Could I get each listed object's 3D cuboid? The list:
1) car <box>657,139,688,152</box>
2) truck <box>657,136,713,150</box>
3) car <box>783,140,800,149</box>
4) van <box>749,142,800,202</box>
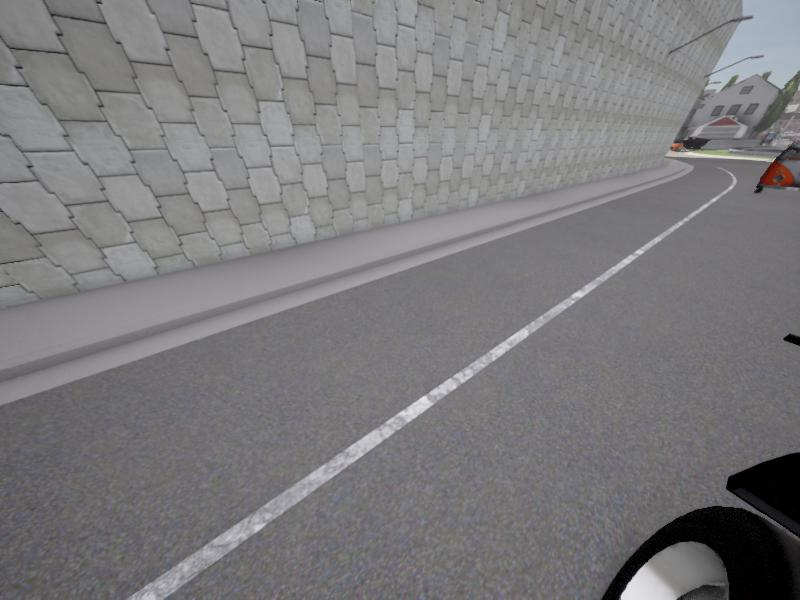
[{"bbox_3d":[45.717,-25.949,38.787,4.553,1.767,2.097,-23,41,-28],"label":"car"},{"bbox_3d":[54.273,-30.013,44.207,6.274,2.098,2.390,5,36,7],"label":"truck"},{"bbox_3d":[77.408,-30.094,44.660,4.892,1.490,1.837,-12,37,-15],"label":"car"},{"bbox_3d":[17.988,-5.826,10.303,4.442,1.987,1.775,-24,41,-29],"label":"van"}]
